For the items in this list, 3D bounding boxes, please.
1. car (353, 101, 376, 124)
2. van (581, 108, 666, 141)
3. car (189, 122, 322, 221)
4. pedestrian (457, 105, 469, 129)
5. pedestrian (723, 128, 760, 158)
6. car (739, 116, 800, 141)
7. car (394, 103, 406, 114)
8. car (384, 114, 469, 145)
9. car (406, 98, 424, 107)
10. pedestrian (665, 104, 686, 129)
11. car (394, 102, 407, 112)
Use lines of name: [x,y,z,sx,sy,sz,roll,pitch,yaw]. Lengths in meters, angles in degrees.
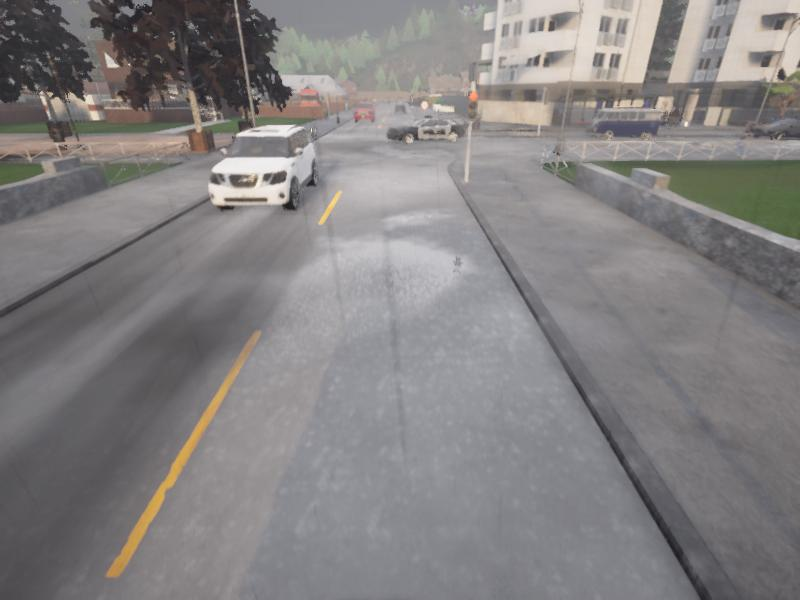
car: [-3.954,-21.404,45.552,2.150,2.045,5.566,0,27,0]
van: [15.239,-12.051,27.472,4.442,1.987,1.775,0,27,0]
car: [-4.064,-4.312,12.648,2.150,2.045,5.566,-1,27,-1]
pedestrian: [5.515,-16.025,35.033,0.751,1.860,0.751,0,27,0]
pedestrian: [16.505,-7.601,19.361,0.751,1.300,0.751,0,27,0]
car: [27.100,-11.818,27.577,5.357,1.411,2.033,0,27,0]
car: [0.062,-30.614,63.844,1.837,1.490,4.892,0,27,0]
car: [1.756,-11.386,26.665,5.238,1.638,1.930,-8,28,-15]
car: [3.519,-46.471,93.948,3.866,1.878,1.905,15,31,26]
pedestrian: [22.497,-14.995,32.691,0.751,1.860,0.751,0,27,1]
car: [0.068,-34.304,70.975,2.163,1.488,4.792,0,27,0]
